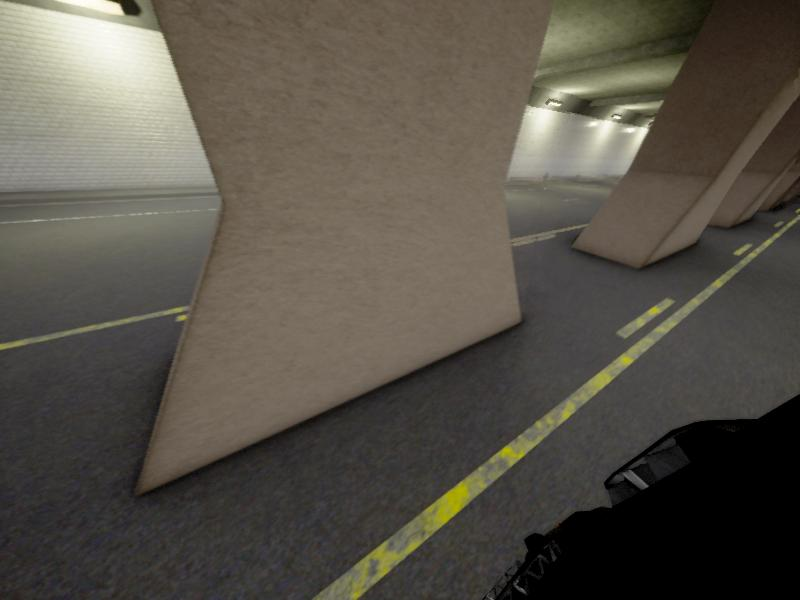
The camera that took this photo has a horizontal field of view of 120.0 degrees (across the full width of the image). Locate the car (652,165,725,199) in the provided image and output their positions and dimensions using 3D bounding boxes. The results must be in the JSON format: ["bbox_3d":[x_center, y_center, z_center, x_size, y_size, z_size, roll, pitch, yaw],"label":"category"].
[{"bbox_3d":[20.602,-8.511,16.535,3.866,1.878,1.905,-16,38,-26],"label":"car"}]

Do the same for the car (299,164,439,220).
[{"bbox_3d":[-1.064,-4.373,9.086,4.892,1.490,1.837,-16,38,-26],"label":"car"}]
